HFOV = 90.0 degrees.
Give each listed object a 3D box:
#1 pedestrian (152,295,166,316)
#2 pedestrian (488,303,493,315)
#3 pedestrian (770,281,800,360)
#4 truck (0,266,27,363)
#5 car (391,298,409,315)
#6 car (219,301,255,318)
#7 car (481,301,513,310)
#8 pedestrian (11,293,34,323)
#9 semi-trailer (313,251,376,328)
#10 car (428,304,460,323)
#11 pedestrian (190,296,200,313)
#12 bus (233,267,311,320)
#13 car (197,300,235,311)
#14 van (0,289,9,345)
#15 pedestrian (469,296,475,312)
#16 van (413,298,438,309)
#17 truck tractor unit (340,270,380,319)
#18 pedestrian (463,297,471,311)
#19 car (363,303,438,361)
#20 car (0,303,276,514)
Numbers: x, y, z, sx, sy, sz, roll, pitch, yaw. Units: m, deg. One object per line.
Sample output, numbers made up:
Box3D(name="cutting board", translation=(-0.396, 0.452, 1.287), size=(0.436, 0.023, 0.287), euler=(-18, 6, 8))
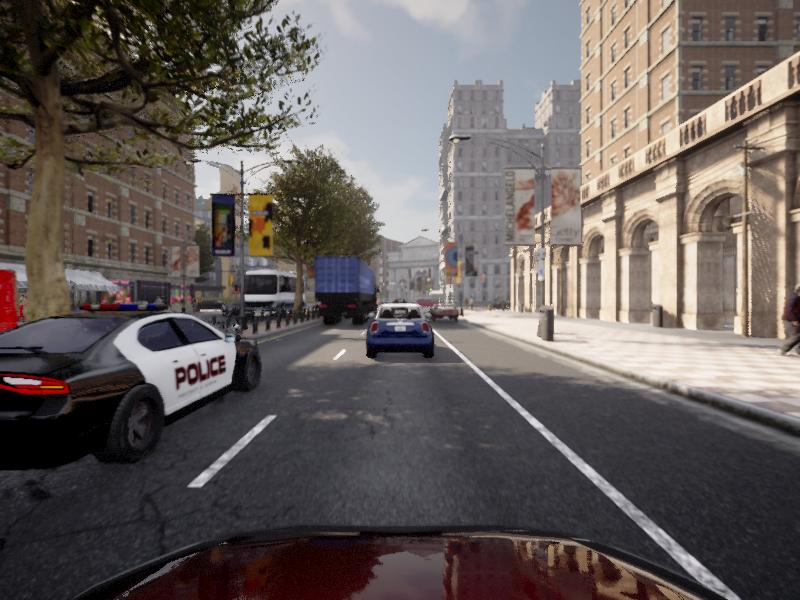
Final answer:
Box3D(name="pedestrian", translation=(-21.489, 0.490, 35.641), size=(0.751, 1.860, 0.751), euler=(0, 0, 9))
Box3D(name="pedestrian", translation=(8.868, 0.871, 39.262), size=(0.500, 1.100, 0.500), euler=(0, 0, 14))
Box3D(name="pedestrian", translation=(9.719, 0.487, 9.734), size=(0.751, 1.860, 0.751), euler=(0, 0, -12))
Box3D(name="truck", translation=(-11.492, 0.365, 8.314), size=(2.627, 2.467, 5.204), euler=(0, 0, 0))
Box3D(name="car", translation=(0.070, 0.660, 45.596), size=(1.932, 1.855, 4.605), euler=(0, 0, 2))
Box3D(name="car", translation=(-15.007, 0.833, 37.023), size=(1.845, 1.501, 3.633), euler=(0, 0, 0))
Box3D(name="car", translation=(16.335, 0.856, 67.242), size=(4.892, 1.490, 1.837), euler=(1, 0, -2))
Box3D(name="pedestrian", translation=(-23.917, 0.489, 25.356), size=(0.751, 1.860, 0.751), euler=(0, 0, 3))
Box3D(name="semi-trailer", translation=(-3.625, -0.612, 29.953), size=(2.717, 4.402, 14.254), euler=(0, 0, 0))
Box3D(name="car", translation=(3.244, 0.943, 30.283), size=(1.895, 1.301, 4.718), euler=(0, 0, 0))
Box3D(name="pedestrian", translation=(-22.504, 0.492, 43.936), size=(0.751, 1.860, 0.751), euler=(0, 0, -5))
Box3D(name="bus", translation=(-11.386, -0.531, 37.190), size=(3.944, 4.253, 10.273), euler=(0, 0, 0))
Box3D(name="car", translation=(-27.516, 0.787, 59.862), size=(4.856, 1.649, 2.033), euler=(0, 0, 4))
Box3D(name="van", translation=(-14.987, 0.601, 12.215), size=(1.775, 1.987, 4.442), euler=(0, 0, 0))
Box3D(name="pedestrian", translation=(8.883, 0.492, 49.625), size=(0.751, 1.860, 0.751), euler=(0, 0, 10))
Box3D(name="van", translation=(4.466, 0.609, 70.725), size=(4.442, 1.987, 1.775), euler=(0, 0, 0))
Box3D(name="truck tractor unit", translation=(-3.625, -0.518, 37.863), size=(3.053, 4.208, 6.516), euler=(0, 0, 0))
Box3D(name="pedestrian", translation=(9.048, 0.493, 54.112), size=(0.751, 1.860, 0.751), euler=(0, 0, -15))
Box3D(name="car", translation=(0.003, 0.855, 12.411), size=(1.970, 1.475, 3.806), euler=(0, 0, 0))
Box3D(name="car", translation=(-3.502, 0.829, 5.495), size=(2.038, 1.542, 4.974), euler=(0, 0, 0))
